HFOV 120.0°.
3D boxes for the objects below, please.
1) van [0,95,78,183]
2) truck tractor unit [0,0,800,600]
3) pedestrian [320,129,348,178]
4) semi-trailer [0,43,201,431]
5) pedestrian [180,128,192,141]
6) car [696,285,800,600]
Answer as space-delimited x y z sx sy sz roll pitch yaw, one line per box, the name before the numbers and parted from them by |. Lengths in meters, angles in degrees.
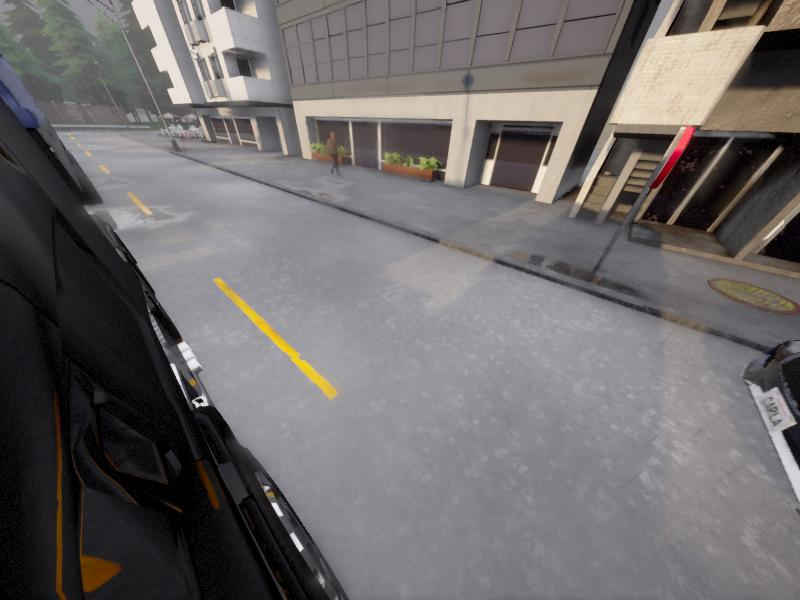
van | -16.354 -6.920 9.759 5.915 2.561 1.988 28 43 30
truck tractor unit | -2.645 -0.295 0.351 6.516 4.208 3.053 28 44 30
pedestrian | -3.093 -6.915 10.923 0.751 1.860 0.751 31 45 32
semi-trailer | -8.692 -3.610 4.233 14.254 4.402 2.717 28 44 30
pedestrian | -23.167 -17.934 25.050 0.500 1.100 0.500 30 45 31
car | 4.874 1.644 0.393 5.027 1.651 2.152 28 44 30
